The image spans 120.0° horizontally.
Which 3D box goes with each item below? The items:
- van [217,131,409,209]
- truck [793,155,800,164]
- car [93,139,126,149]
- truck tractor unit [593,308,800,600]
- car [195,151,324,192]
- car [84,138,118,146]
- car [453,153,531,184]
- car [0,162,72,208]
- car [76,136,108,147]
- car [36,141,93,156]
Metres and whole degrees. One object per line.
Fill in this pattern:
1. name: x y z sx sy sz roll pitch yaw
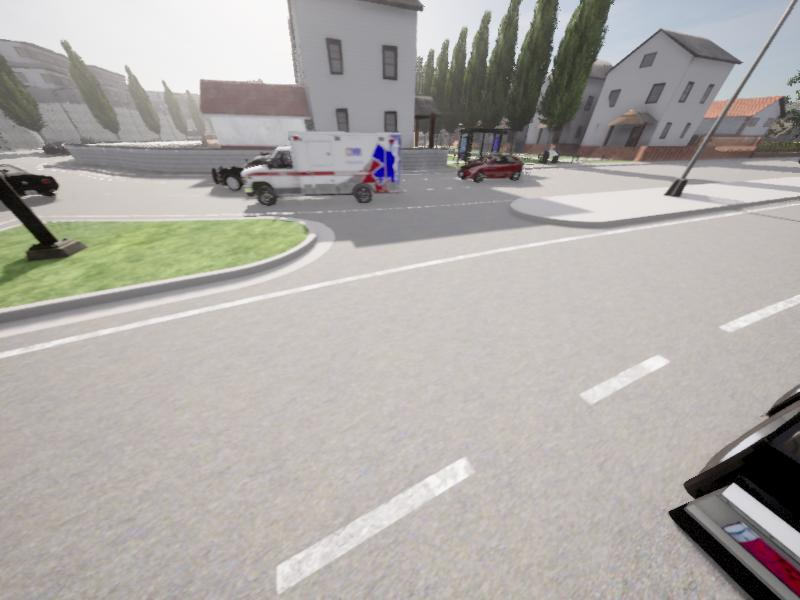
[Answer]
1. van: -3.025 -5.474 9.615 6.366 2.431 2.351 -6 36 -9
2. truck: 52.584 -17.896 28.258 6.274 2.098 2.390 -11 37 -16
3. car: -61.349 -33.044 48.856 1.801 1.575 5.366 -10 37 -15
4. truck tractor unit: 5.218 -0.176 0.603 6.516 4.208 3.053 -13 37 -18
5. car: -6.996 -6.861 12.229 5.238 1.638 1.930 -4 35 -7
6. car: -74.540 -39.393 57.664 4.674 1.442 1.812 -17 39 -30
7. car: 5.824 -8.468 14.815 4.193 1.474 1.816 -11 37 -15
8. car: -17.182 -4.850 9.542 4.718 1.301 1.895 6 35 8
9. car: -72.788 -37.443 54.588 3.866 1.878 1.905 2 35 -4
10. car: -46.094 -20.970 31.957 2.038 1.542 4.974 -11 36 -15
